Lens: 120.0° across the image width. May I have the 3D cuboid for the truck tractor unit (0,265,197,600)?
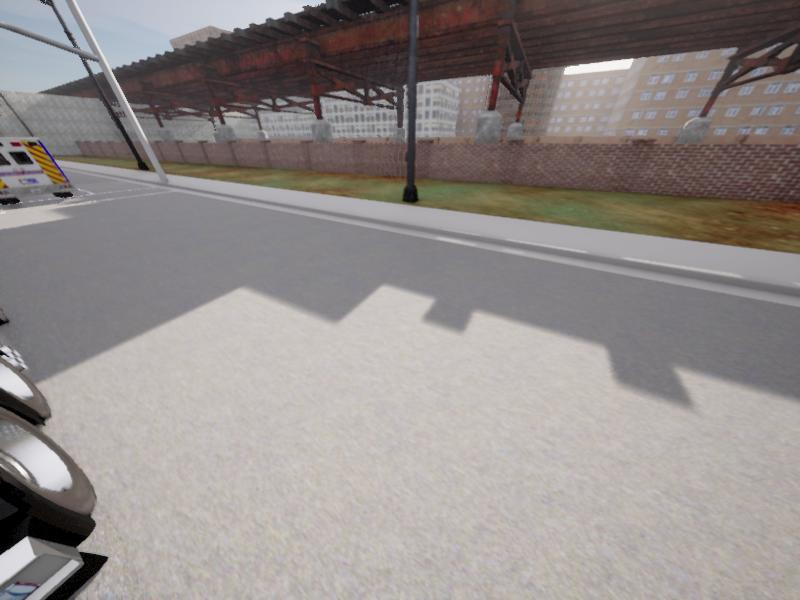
[{"bbox_3d":[-5.114,-0.296,0.785,6.516,4.208,3.053,18,39,24],"label":"truck tractor unit"}]

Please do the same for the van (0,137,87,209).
[{"bbox_3d":[-18.541,-6.213,10.967,6.366,2.431,2.351,18,39,24],"label":"van"}]
